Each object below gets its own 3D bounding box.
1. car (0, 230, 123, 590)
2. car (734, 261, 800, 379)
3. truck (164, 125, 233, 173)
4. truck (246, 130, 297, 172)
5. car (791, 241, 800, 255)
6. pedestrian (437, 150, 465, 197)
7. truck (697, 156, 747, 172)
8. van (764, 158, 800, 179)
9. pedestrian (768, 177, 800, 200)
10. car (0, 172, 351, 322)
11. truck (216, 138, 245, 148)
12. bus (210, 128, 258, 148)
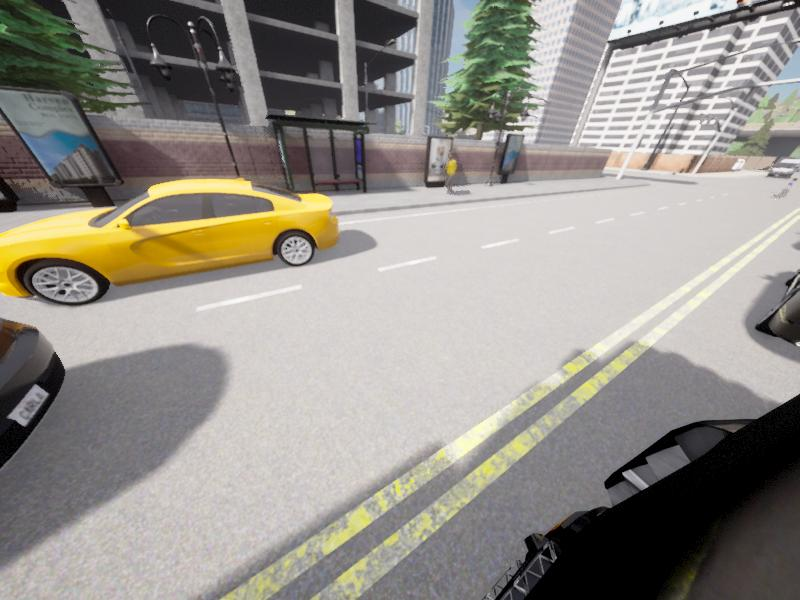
[{"bbox_3d":[-4.757,1.154,0.485,4.892,1.490,1.837,-16,38,-26],"label":"car"},{"bbox_3d":[7.306,-0.178,3.126,5.238,1.638,1.930,-16,38,-26],"label":"car"},{"bbox_3d":[-14.198,-10.946,16.781,2.615,2.467,5.204,-16,38,-26],"label":"truck"},{"bbox_3d":[-10.471,-12.037,18.653,2.615,2.467,5.204,-16,38,-26],"label":"truck"},{"bbox_3d":[13.695,-2.051,6.314,4.611,1.667,2.242,-16,38,-26],"label":"car"},{"bbox_3d":[2.369,-5.942,10.901,0.751,1.860,0.751,-14,37,-23],"label":"pedestrian"},{"bbox_3d":[67.232,-28.495,48.330,2.615,2.467,5.204,-16,38,-26],"label":"truck"},{"bbox_3d":[59.740,-20.355,35.831,5.915,2.561,1.988,-16,38,-26],"label":"van"},{"bbox_3d":[26.461,-7.675,15.835,0.751,1.300,0.751,-24,42,-34],"label":"pedestrian"},{"bbox_3d":[-3.710,-1.418,4.355,5.008,1.535,1.882,-16,38,-26],"label":"car"},{"bbox_3d":[-48.141,-44.759,65.694,6.274,2.098,2.390,-16,38,-26],"label":"truck"},{"bbox_3d":[-48.602,-47.683,68.093,10.273,4.253,3.944,-16,38,-26],"label":"bus"}]
